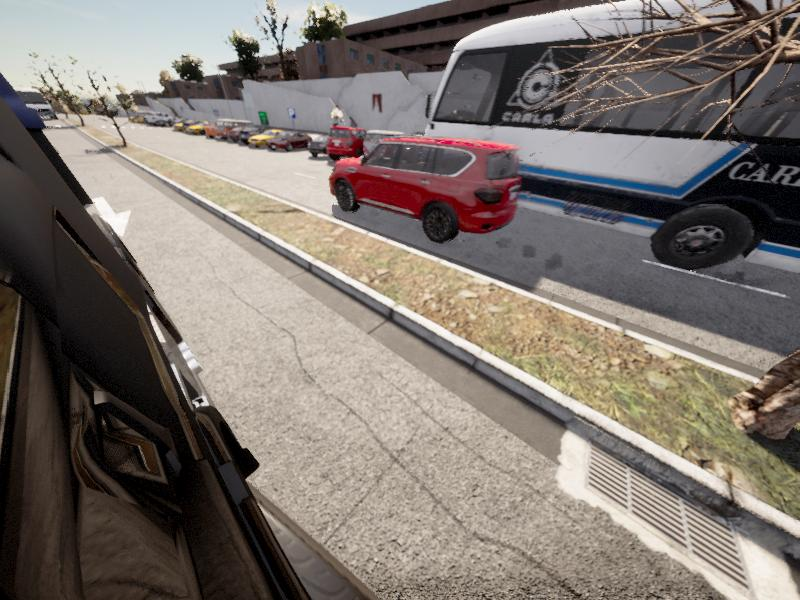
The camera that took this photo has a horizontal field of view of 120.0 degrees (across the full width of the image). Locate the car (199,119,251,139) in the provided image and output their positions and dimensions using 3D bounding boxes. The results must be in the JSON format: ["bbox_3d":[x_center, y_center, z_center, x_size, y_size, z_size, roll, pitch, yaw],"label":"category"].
[{"bbox_3d":[-21.582,-21.235,28.804,2.185,1.767,4.553,14,38,14],"label":"car"}]

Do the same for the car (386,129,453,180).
[{"bbox_3d":[1.372,-9.027,14.135,2.435,2.045,5.566,14,38,14],"label":"car"}]

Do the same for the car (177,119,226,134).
[{"bbox_3d":[-28.448,-24.898,33.272,2.163,1.488,4.792,15,38,14],"label":"car"}]

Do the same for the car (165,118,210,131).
[{"bbox_3d":[-33.041,-27.373,36.138,2.002,1.452,4.674,14,38,14],"label":"car"}]

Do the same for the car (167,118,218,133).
[{"bbox_3d":[-30.804,-26.058,34.528,1.946,1.575,5.366,15,38,14],"label":"car"}]

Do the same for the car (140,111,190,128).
[{"bbox_3d":[-42.180,-32.605,41.777,2.435,2.045,5.566,14,38,14],"label":"car"}]

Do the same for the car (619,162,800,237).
[{"bbox_3d":[10.532,-3.939,8.455,2.002,1.452,4.674,14,37,14],"label":"car"}]

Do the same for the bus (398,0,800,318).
[{"bbox_3d":[5.259,-3.840,5.631,10.273,4.253,3.944,29,44,29],"label":"bus"}]

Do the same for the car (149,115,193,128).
[{"bbox_3d":[-39.899,-31.145,40.459,2.231,1.521,4.892,15,38,14],"label":"car"}]

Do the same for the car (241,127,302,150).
[{"bbox_3d":[-12.458,-16.085,22.948,1.946,1.575,5.366,15,38,14],"label":"car"}]

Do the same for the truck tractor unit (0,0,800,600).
[{"bbox_3d":[-2.645,-0.295,0.351,6.516,4.208,3.053,28,44,30],"label":"truck tractor unit"}]

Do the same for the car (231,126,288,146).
[{"bbox_3d":[-14.692,-17.413,24.594,2.163,1.488,4.792,14,38,14],"label":"car"}]

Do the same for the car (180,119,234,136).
[{"bbox_3d":[-26.221,-23.552,31.644,1.946,1.575,5.366,15,38,13],"label":"car"}]

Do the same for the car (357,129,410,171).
[{"bbox_3d":[-0.953,-10.176,15.550,1.878,1.987,4.442,14,38,14],"label":"car"}]

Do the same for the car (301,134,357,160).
[{"bbox_3d":[-5.523,-12.467,18.731,2.002,1.452,4.674,14,38,14],"label":"car"}]

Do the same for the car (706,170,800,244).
[{"bbox_3d":[12.840,-2.707,6.949,2.163,1.488,4.792,14,38,14],"label":"car"}]

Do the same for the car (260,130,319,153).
[{"bbox_3d":[-10.117,-14.912,21.630,2.163,1.488,4.792,15,38,14],"label":"car"}]

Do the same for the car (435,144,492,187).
[{"bbox_3d":[3.654,-7.621,12.835,2.231,1.521,4.892,14,37,14],"label":"car"}]

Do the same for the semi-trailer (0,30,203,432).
[{"bbox_3d":[-8.803,-3.540,4.109,14.254,4.402,2.717,27,43,28],"label":"semi-trailer"}]

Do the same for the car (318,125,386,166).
[{"bbox_3d":[-3.206,-11.497,17.118,2.435,2.045,5.566,14,37,14],"label":"car"}]

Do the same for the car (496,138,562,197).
[{"bbox_3d":[5.998,-6.653,11.327,1.878,1.987,4.442,14,37,14],"label":"car"}]

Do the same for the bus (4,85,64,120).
[{"bbox_3d":[-66.930,-36.032,42.519,10.273,4.253,3.944,27,43,30],"label":"bus"}]

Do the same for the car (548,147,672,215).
[{"bbox_3d":[8.239,-5.275,9.804,2.185,1.767,4.553,14,37,14],"label":"car"}]

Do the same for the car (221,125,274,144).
[{"bbox_3d":[-16.997,-18.627,26.025,2.002,1.452,4.674,14,38,14],"label":"car"}]

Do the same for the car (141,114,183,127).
[{"bbox_3d":[-44.486,-33.628,43.356,2.097,1.535,5.008,15,38,14],"label":"car"}]

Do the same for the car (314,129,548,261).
[{"bbox_3d":[0.389,-3.277,6.374,5.566,2.045,2.150,28,44,29],"label":"car"}]

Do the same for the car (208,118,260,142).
[{"bbox_3d":[-19.301,-20.016,27.227,1.878,1.987,4.442,15,38,13],"label":"car"}]
